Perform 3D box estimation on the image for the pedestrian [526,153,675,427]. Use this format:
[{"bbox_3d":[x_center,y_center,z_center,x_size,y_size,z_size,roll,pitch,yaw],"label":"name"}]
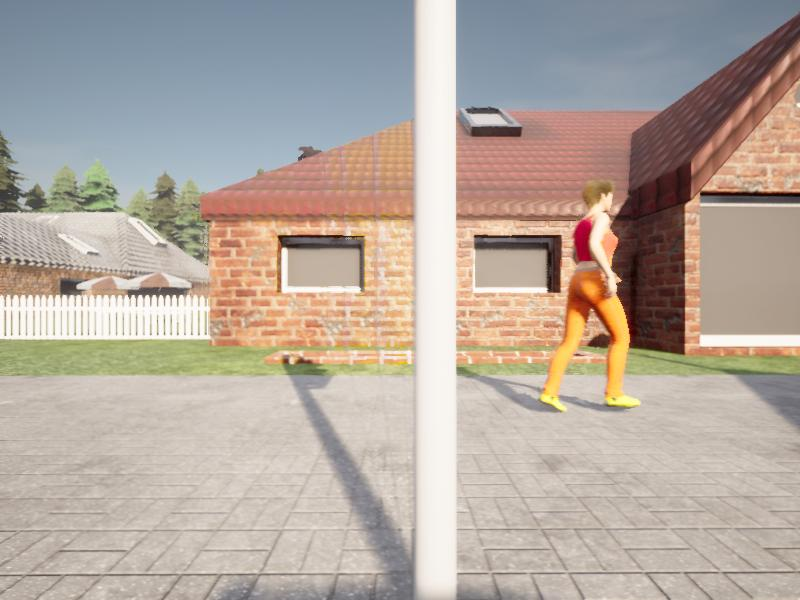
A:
[{"bbox_3d":[1.521,-0.067,3.149,0.751,1.860,0.751,0,0,-10],"label":"pedestrian"}]
